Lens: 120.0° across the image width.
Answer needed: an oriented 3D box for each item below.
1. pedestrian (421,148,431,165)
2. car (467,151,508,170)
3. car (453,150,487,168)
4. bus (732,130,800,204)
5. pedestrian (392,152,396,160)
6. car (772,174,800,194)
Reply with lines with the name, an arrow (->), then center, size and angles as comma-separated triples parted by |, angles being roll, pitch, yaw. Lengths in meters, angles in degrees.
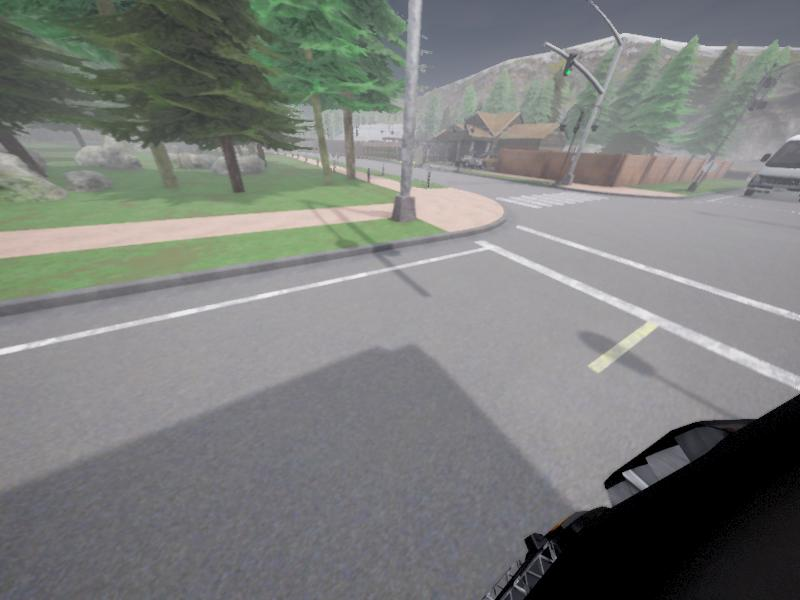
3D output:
pedestrian -> 3.465, -19.251, 31.037 | 0.751, 1.860, 0.751 | -20, 40, -30
car -> 10.858, -17.378, 28.854 | 4.605, 1.855, 1.932 | -17, 38, -27
car -> 9.219, -18.514, 30.433 | 3.866, 1.878, 1.905 | -17, 38, -27
bus -> 32.353, -10.486, 18.323 | 10.273, 4.253, 3.944 | -16, 38, -26
pedestrian -> -0.977, -23.832, 38.246 | 0.500, 1.100, 0.500 | -21, 41, -32
car -> 40.046, -11.637, 23.115 | 4.902, 1.511, 2.128 | -16, 38, -26
